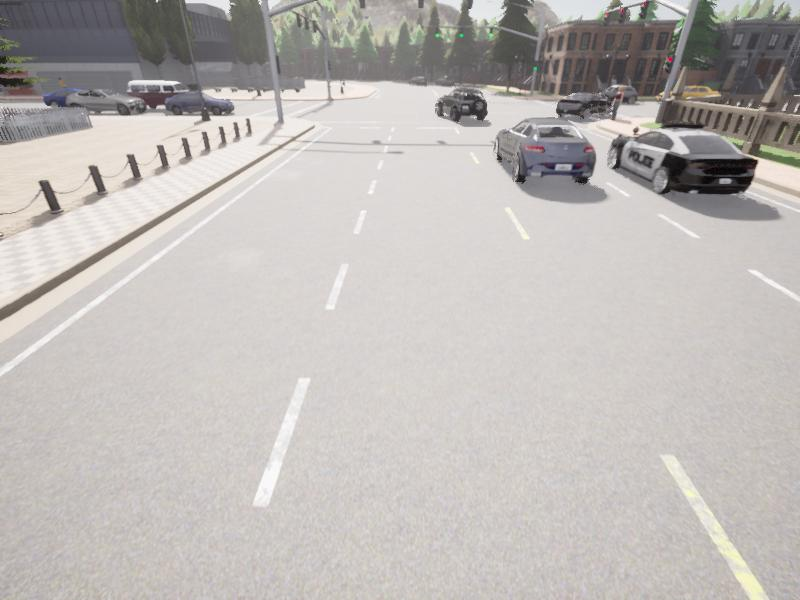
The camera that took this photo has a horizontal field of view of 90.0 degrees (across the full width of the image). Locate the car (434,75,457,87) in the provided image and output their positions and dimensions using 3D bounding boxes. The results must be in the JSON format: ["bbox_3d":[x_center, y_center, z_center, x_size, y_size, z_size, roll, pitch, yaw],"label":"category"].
[{"bbox_3d":[7.694,-37.671,68.861,2.242,1.667,4.611,-9,31,-15],"label":"car"}]

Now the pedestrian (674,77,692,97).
[{"bbox_3d":[29.687,-22.304,41.923,0.751,1.860,0.751,0,30,0],"label":"pedestrian"}]

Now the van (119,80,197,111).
[{"bbox_3d":[-18.879,-16.077,31.457,4.480,2.038,2.069,1,30,1],"label":"van"}]

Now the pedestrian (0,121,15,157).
[{"bbox_3d":[-14.839,-6.112,14.247,0.751,1.860,0.751,-3,30,-6],"label":"pedestrian"}]

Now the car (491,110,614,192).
[{"bbox_3d":[4.522,-4.995,12.926,2.152,1.651,5.027,1,30,2],"label":"car"}]

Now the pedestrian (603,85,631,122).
[{"bbox_3d":[12.849,-11.662,23.736,0.751,1.860,0.751,-10,32,-17],"label":"pedestrian"}]

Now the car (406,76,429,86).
[{"bbox_3d":[3.054,-38.946,71.097,2.163,1.488,4.792,-12,33,-20],"label":"car"}]

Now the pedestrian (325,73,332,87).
[{"bbox_3d":[-11.046,-33.865,61.695,0.751,1.860,0.751,-2,30,-3],"label":"pedestrian"}]

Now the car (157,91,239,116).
[{"bbox_3d":[-14.261,-13.952,28.415,4.674,1.442,1.812,2,30,3],"label":"car"}]

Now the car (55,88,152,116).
[{"bbox_3d":[-21.055,-14.166,28.606,5.027,1.651,2.152,1,30,2],"label":"car"}]

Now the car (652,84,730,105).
[{"bbox_3d":[26.326,-18.686,36.365,5.366,1.575,1.801,1,30,2],"label":"car"}]

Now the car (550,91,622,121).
[{"bbox_3d":[12.537,-13.098,26.885,4.902,1.511,2.128,-23,37,-33],"label":"car"}]

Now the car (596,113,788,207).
[{"bbox_3d":[7.983,-4.366,11.832,1.930,1.638,5.238,1,30,2],"label":"car"}]

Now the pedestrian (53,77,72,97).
[{"bbox_3d":[-36.386,-23.029,43.169,0.751,1.860,0.751,-1,30,-2],"label":"pedestrian"}]

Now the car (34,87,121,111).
[{"bbox_3d":[-25.472,-15.969,31.771,5.008,1.535,1.882,1,30,2],"label":"car"}]

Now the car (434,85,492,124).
[{"bbox_3d":[3.931,-12.669,25.795,1.932,1.855,4.605,-6,32,-13],"label":"car"}]

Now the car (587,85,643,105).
[{"bbox_3d":[19.535,-18.752,36.582,3.806,1.475,1.970,1,30,1],"label":"car"}]
